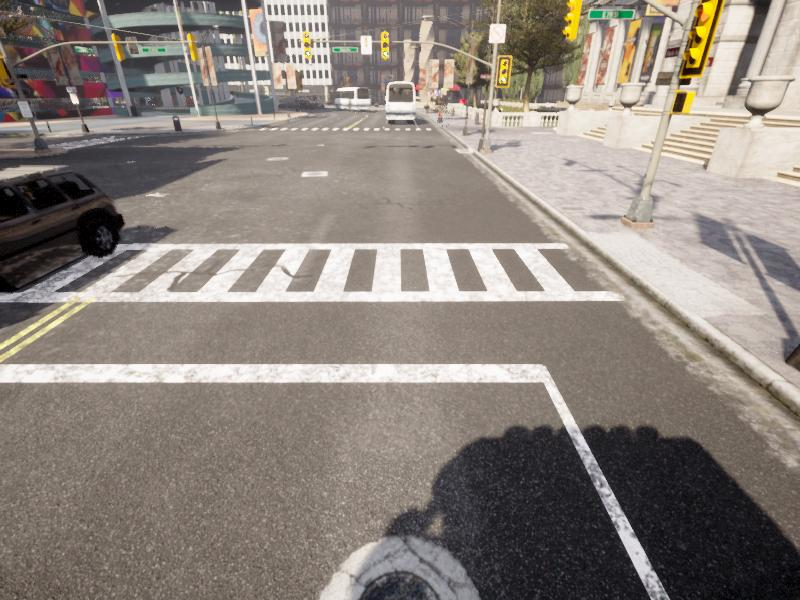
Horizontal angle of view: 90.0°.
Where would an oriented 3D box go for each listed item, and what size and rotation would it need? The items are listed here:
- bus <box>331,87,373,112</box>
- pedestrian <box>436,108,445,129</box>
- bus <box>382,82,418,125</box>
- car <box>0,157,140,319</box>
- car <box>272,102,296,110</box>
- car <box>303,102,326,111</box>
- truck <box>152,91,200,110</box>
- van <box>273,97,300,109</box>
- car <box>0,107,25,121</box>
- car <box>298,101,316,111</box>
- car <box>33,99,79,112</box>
[{"bbox_3d":[-9.739,-40.027,79.922,3.944,4.253,10.273,-16,31,-28],"label":"bus"},{"bbox_3d":[3.929,-17.737,39.075,0.751,1.860,0.751,-1,27,-3],"label":"pedestrian"},{"bbox_3d":[-0.031,-24.098,48.903,3.944,4.253,10.273,0,27,0],"label":"bus"},{"bbox_3d":[-6.990,-1.138,6.782,1.932,1.855,4.605,0,27,0],"label":"car"},{"bbox_3d":[-27.481,-45.913,94.587,5.027,1.651,2.152,10,29,19],"label":"car"},{"bbox_3d":[-19.225,-43.619,90.118,5.027,1.651,2.152,18,32,32],"label":"car"},{"bbox_3d":[-50.948,-45.513,91.081,8.468,3.827,2.891,0,27,0],"label":"truck"},{"bbox_3d":[-27.718,-48.258,97.795,5.915,2.561,1.988,10,29,19],"label":"van"},{"bbox_3d":[-50.040,-22.978,49.468,4.902,1.511,2.128,0,27,0],"label":"car"},{"bbox_3d":[-20.178,-42.151,86.677,3.866,1.878,1.905,23,35,38],"label":"car"},{"bbox_3d":[-62.137,-35.132,72.387,5.566,2.045,2.435,0,27,0],"label":"car"}]
